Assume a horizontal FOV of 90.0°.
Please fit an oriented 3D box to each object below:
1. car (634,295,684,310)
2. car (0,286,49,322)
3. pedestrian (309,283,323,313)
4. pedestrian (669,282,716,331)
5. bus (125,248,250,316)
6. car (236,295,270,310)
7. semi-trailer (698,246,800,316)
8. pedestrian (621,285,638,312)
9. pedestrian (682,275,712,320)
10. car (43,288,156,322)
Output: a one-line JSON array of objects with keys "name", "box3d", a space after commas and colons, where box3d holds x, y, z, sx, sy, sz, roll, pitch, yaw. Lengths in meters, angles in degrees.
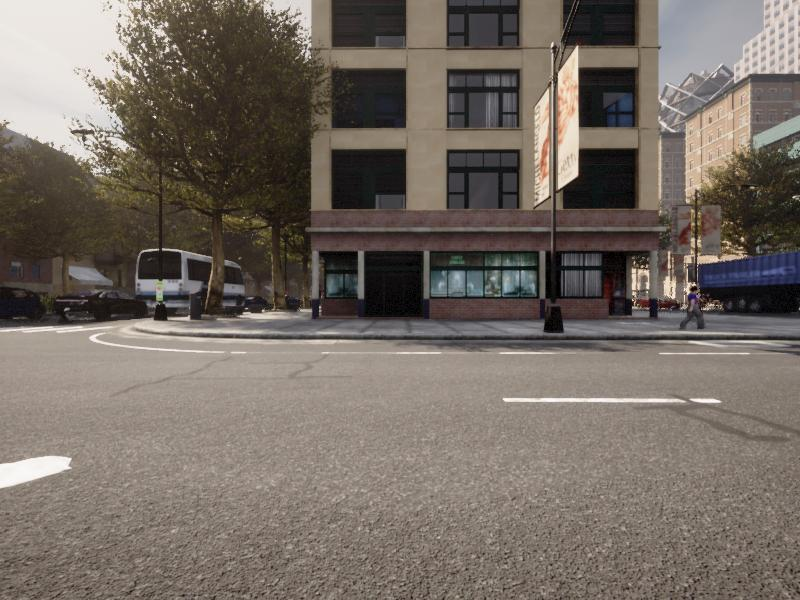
[{"name": "car", "box3d": [26.471, 0.251, 41.118, 2.163, 1.488, 4.792, 0, 0, 1]}, {"name": "car", "box3d": [-18.731, 0.188, 18.285, 1.851, 1.617, 3.988, 0, 0, 1]}, {"name": "pedestrian", "box3d": [-5.230, -0.115, 24.930, 0.751, 1.860, 0.751, 0, 0, -1]}, {"name": "pedestrian", "box3d": [8.070, 0.165, 11.067, 0.751, 1.300, 0.751, 0, 0, 5]}, {"name": "bus", "box3d": [-15.215, -1.134, 30.158, 3.944, 4.253, 10.273, 0, 0, 0]}, {"name": "car", "box3d": [-15.004, 0.270, 41.142, 1.812, 1.442, 4.674, 0, 0, 1]}, {"name": "semi-trailer", "box3d": [26.799, -1.217, 27.409, 2.717, 4.402, 14.254, 0, 0, 2]}, {"name": "pedestrian", "box3d": [16.246, -0.115, 28.354, 0.751, 1.860, 0.751, 0, 0, -4]}, {"name": "pedestrian", "box3d": [12.651, -0.115, 17.081, 0.751, 1.860, 0.751, 0, 0, 7]}, {"name": "car", "box3d": [-15.108, 0.235, 20.554, 2.128, 1.511, 4.902, 0, 0, 0]}]
